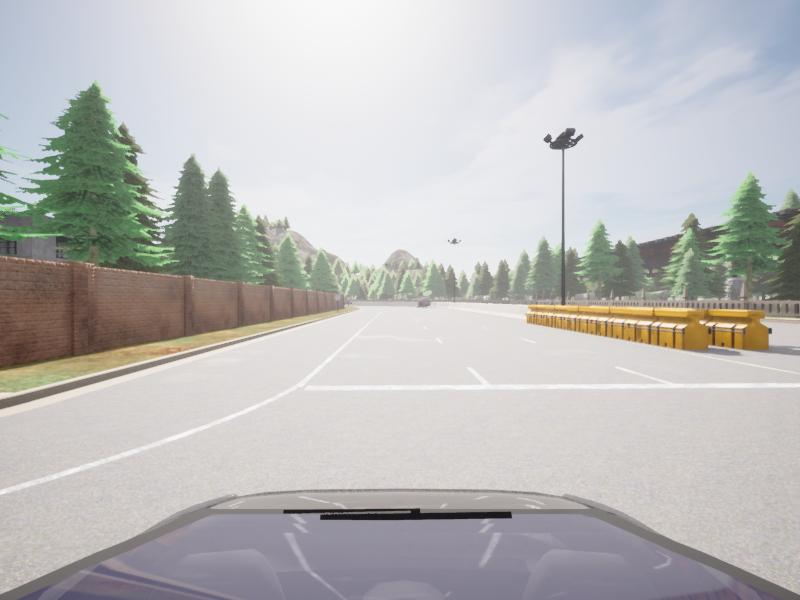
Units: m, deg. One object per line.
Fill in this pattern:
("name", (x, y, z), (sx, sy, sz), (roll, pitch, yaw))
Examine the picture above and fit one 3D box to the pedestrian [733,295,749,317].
("pedestrian", (29.031, 0.485, 34.037), (0.751, 1.860, 0.751), (0, 0, -1))
